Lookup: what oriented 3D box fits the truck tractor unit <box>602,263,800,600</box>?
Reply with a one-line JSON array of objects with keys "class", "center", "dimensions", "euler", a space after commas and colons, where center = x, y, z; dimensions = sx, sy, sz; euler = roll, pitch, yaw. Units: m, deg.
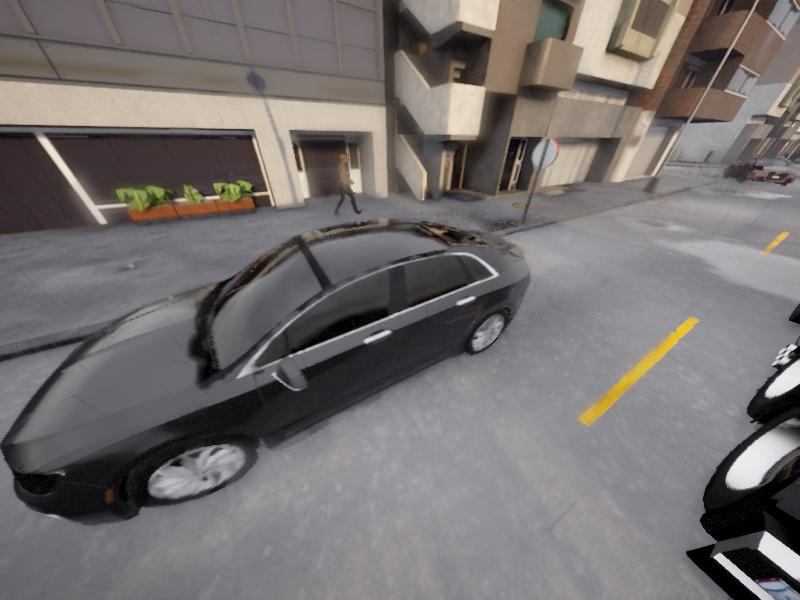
[{"class": "truck tractor unit", "center": [5.104, -0.309, 0.780], "dimensions": [6.516, 4.208, 3.053], "euler": [-19, 39, -24]}]

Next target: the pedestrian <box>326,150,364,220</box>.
[{"class": "pedestrian", "center": [-1.732, -3.665, 7.395], "dimensions": [0.751, 1.860, 0.751], "euler": [-18, 39, -24]}]

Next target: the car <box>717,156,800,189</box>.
[{"class": "car", "center": [23.644, -8.469, 15.139], "dimensions": [1.994, 1.385, 4.181], "euler": [21, 40, 26]}]

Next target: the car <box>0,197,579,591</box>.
[{"class": "car", "center": [-0.567, 0.024, 2.653], "dimensions": [4.892, 1.490, 1.837], "euler": [-18, 39, -25]}]
